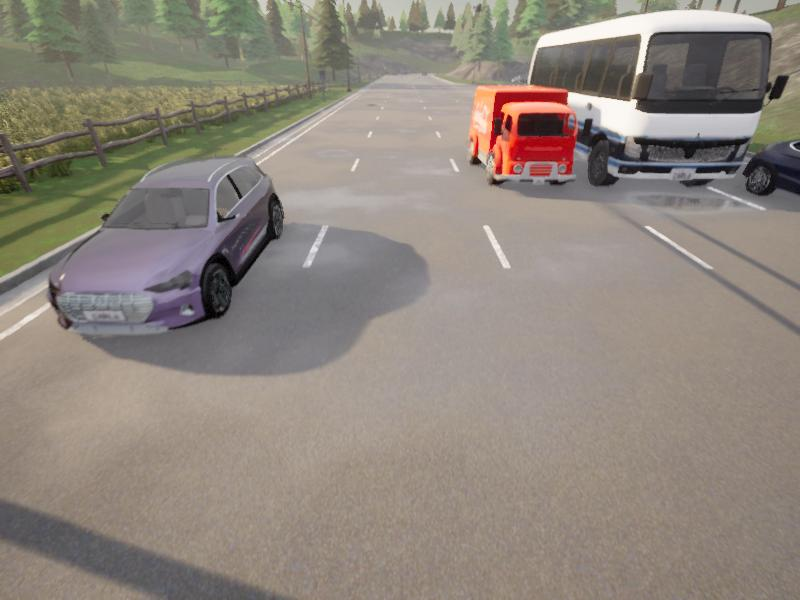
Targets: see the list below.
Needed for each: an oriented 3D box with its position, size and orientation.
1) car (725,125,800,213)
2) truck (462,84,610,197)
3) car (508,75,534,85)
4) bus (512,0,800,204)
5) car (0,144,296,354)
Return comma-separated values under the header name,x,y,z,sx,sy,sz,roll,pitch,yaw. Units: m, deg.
name,x,y,z,sx,sy,sz,roll,pitch,yaw
car,10.633,-2.808,9.183,2.152,1.651,5.027,0,30,0
truck,3.659,-5.144,12.332,2.627,2.467,5.204,0,30,0
car,22.814,-41.520,75.480,4.902,1.511,2.128,-24,38,-34
bus,7.293,-6.903,13.573,3.944,4.253,10.273,0,30,0
car,-3.384,-1.277,6.560,2.033,1.649,4.856,0,30,0
